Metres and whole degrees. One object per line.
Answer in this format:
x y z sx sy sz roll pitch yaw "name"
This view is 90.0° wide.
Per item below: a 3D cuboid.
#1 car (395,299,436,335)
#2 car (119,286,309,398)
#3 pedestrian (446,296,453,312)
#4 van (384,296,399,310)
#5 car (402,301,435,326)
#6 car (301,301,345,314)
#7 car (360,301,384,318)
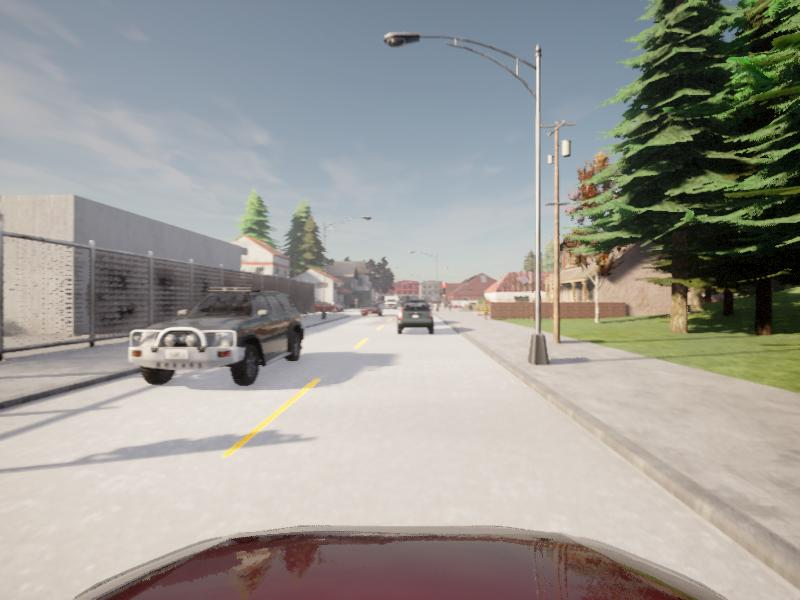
0.771 0.780 20.011 1.851 1.617 3.988 0 0 2 "car"
-3.606 0.638 8.915 1.932 1.855 4.605 0 1 2 "car"
5.908 0.517 47.562 0.751 1.860 0.751 0 0 -5 "pedestrian"
-1.443 0.559 71.314 2.351 2.431 6.366 0 0 2 "van"
1.134 0.817 26.506 2.007 1.525 4.514 0 0 0 "car"
-8.788 0.839 45.944 4.674 1.442 1.812 0 0 5 "car"
-2.599 0.834 37.881 1.816 1.474 4.193 0 0 2 "car"
